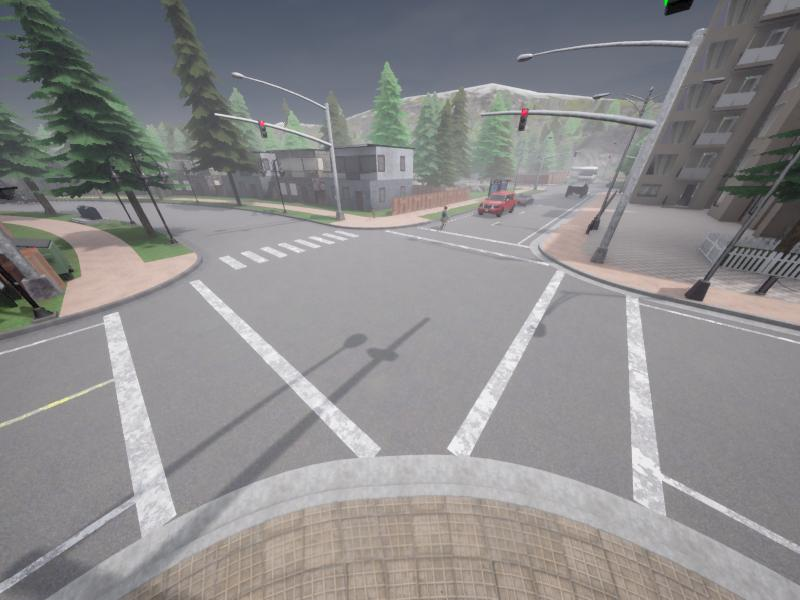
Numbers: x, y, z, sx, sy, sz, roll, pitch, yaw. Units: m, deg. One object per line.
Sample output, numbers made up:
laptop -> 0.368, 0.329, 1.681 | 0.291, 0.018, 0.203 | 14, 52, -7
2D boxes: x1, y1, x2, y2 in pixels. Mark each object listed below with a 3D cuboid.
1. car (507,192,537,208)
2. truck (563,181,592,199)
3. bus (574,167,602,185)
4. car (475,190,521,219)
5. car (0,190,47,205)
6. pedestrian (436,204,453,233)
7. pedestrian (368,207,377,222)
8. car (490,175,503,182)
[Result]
car -> 15.349, -12.575, 28.979 | 1.994, 1.385, 4.181 | 24, 38, 35
truck -> 28.995, -18.004, 37.652 | 2.390, 2.098, 6.274 | 24, 38, 35
bus -> 53.958, -35.694, 66.140 | 3.944, 4.253, 10.273 | 24, 38, 35
car -> 10.071, -9.866, 23.608 | 2.150, 2.045, 5.566 | 24, 38, 35
car -> -49.897, -13.393, 30.119 | 3.988, 1.617, 1.851 | 0, 30, 1
pedestrian -> 3.257, -6.007, 17.063 | 0.751, 1.860, 0.751 | -24, 38, -35
pedestrian -> -2.336, -7.414, 19.939 | 0.500, 1.100, 0.500 | 19, 35, 29
car -> 29.590, -37.325, 71.038 | 1.932, 1.855, 4.605 | 23, 37, 34
